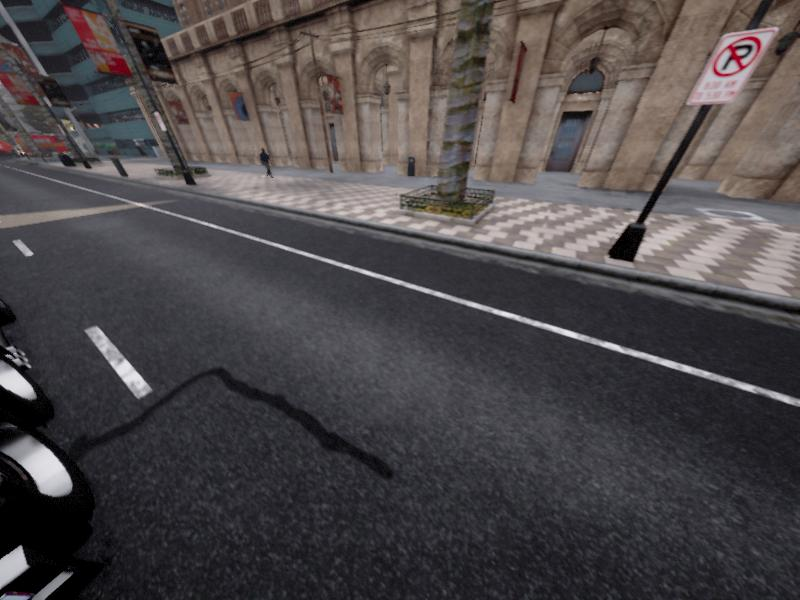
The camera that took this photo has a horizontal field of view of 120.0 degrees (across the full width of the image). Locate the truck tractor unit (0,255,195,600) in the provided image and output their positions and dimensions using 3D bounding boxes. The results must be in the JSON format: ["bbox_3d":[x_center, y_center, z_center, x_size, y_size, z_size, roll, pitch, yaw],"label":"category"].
[{"bbox_3d":[-5.094,-0.317,0.809,6.516,4.208,3.053,19,39,25],"label":"truck tractor unit"}]

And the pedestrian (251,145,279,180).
[{"bbox_3d":[-8.613,-8.798,14.832,0.751,1.860,0.751,18,39,24],"label":"pedestrian"}]
